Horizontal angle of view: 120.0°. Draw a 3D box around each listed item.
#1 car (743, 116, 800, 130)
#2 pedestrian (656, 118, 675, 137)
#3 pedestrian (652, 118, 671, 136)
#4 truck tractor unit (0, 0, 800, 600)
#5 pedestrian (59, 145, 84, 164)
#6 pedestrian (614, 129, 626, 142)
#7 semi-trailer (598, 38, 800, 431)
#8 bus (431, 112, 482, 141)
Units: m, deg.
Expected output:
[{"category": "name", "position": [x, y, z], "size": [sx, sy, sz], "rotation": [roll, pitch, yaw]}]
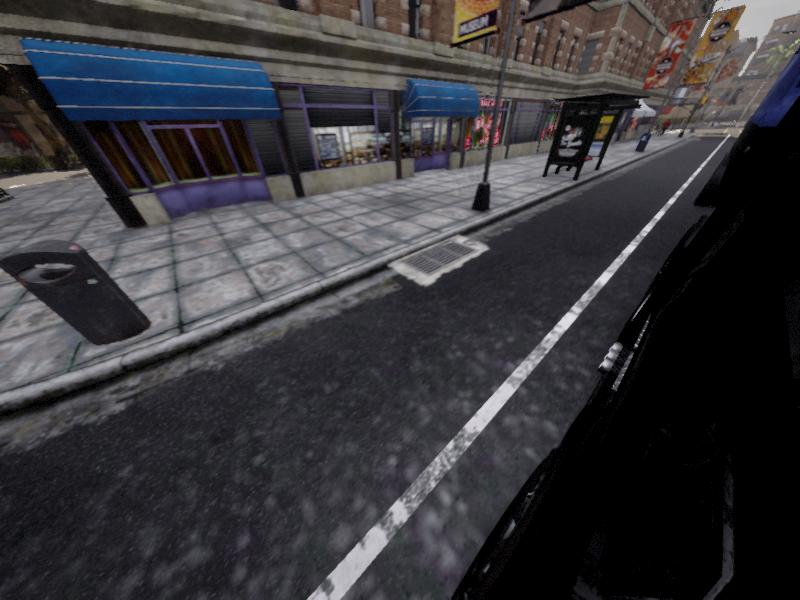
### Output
[{"category": "car", "position": [59.675, -28.411, 37.140], "size": [2.038, 1.542, 4.974], "rotation": [-28, 44, -31]}, {"category": "pedestrian", "position": [33.542, -21.784, 29.183], "size": [0.751, 1.860, 0.751], "rotation": [-25, 42, -27]}, {"category": "pedestrian", "position": [34.332, -22.665, 30.325], "size": [0.751, 1.860, 0.751], "rotation": [-25, 42, -28]}, {"category": "truck tractor unit", "position": [2.645, -0.295, 0.351], "size": [6.516, 4.208, 3.053], "rotation": [-28, 44, -30]}, {"category": "pedestrian", "position": [-39.211, -17.402, 27.601], "size": [0.751, 1.860, 0.751], "rotation": [-28, 44, -30]}, {"category": "pedestrian", "position": [23.614, -17.644, 24.830], "size": [0.500, 1.100, 0.500], "rotation": [-30, 45, -32]}, {"category": "semi-trailer", "position": [8.676, -3.597, 4.283], "size": [14.254, 4.402, 2.717], "rotation": [-28, 44, -30]}, {"category": "bus", "position": [11.420, -34.890, 46.459], "size": [10.273, 4.253, 3.944], "rotation": [-28, 44, -30]}]
